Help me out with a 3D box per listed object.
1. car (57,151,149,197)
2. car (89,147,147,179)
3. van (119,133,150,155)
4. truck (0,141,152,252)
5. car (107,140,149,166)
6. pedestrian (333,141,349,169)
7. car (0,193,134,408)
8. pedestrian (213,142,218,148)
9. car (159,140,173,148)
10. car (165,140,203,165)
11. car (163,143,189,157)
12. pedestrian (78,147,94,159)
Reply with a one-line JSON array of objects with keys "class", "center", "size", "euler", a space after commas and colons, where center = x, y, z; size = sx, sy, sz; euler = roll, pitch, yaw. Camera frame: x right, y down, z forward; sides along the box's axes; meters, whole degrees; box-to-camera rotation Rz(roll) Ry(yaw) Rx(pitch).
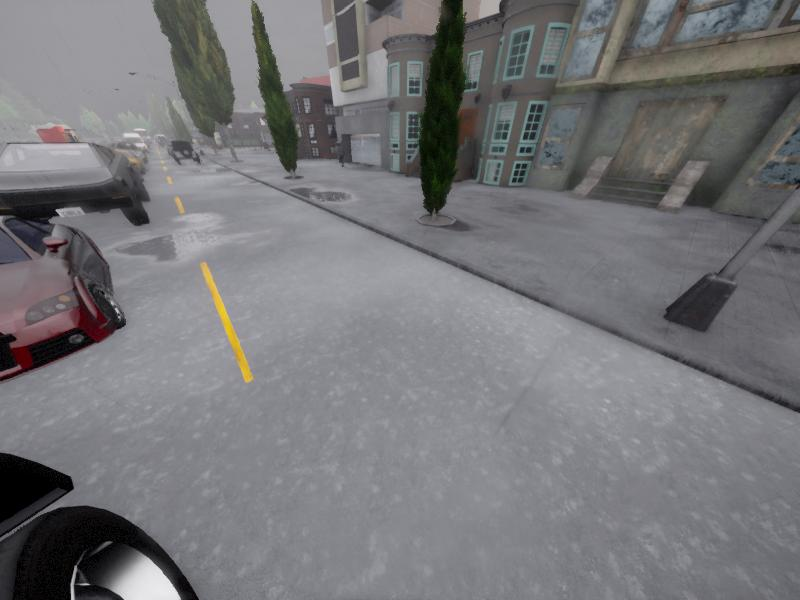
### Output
[{"class": "car", "center": [-15.008, -6.745, 12.065], "size": [2.128, 1.511, 4.902], "euler": [-27, 43, -33]}, {"class": "car", "center": [-19.616, -9.819, 16.338], "size": [1.801, 1.575, 5.366], "euler": [-27, 43, -33]}, {"class": "van", "center": [-39.732, -23.521, 34.776], "size": [1.988, 2.561, 5.915], "euler": [-27, 43, -33]}, {"class": "truck", "center": [-10.217, -3.817, 7.436], "size": [2.390, 2.098, 6.274], "euler": [-27, 43, -33]}, {"class": "car", "center": [-26.766, -14.677, 22.903], "size": [1.932, 1.855, 4.605], "euler": [-27, 45, -33]}, {"class": "pedestrian", "center": [-4.752, -11.676, 18.622], "size": [0.751, 1.860, 0.751], "euler": [-30, 45, -35]}, {"class": "car", "center": [-5.620, -0.268, 3.093], "size": [4.181, 1.385, 1.994], "euler": [27, 43, 33]}, {"class": "pedestrian", "center": [-42.659, -35.900, 53.377], "size": [0.500, 1.100, 0.500], "euler": [30, 45, 35]}, {"class": "car", "center": [-55.233, -36.868, 54.458], "size": [1.789, 1.549, 3.705], "euler": [-27, 43, -33]}, {"class": "car", "center": [-21.342, -14.590, 22.816], "size": [1.905, 1.878, 3.866], "euler": [-27, 43, -33]}, {"class": "car", "center": [-30.447, -20.439, 31.408], "size": [1.970, 1.475, 3.806], "euler": [-27, 43, -33]}, {"class": "pedestrian", "center": [-35.093, -16.446, 25.820], "size": [0.500, 1.100, 0.500], "euler": [19, 39, 24]}]
